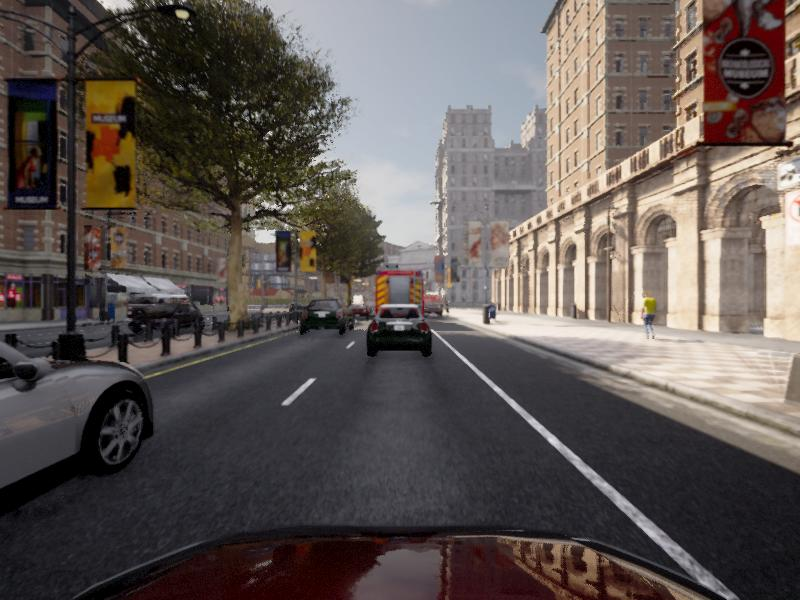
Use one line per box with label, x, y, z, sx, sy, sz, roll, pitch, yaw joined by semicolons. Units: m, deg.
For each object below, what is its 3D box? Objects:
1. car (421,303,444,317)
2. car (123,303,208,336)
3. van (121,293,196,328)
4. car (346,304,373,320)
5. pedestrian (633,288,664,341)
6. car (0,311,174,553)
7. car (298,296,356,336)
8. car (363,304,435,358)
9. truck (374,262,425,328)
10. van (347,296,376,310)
car;3.196;1.001;40.299;1.895;1.301;4.718;0;0;0
car;-11.527;0.885;20.073;1.816;1.474;4.193;0;0;0
van;-15.033;0.610;25.269;2.069;2.038;4.480;0;0;0
car;-3.548;0.999;35.792;1.895;1.301;4.718;0;0;0
pedestrian;9.024;0.507;14.546;0.751;1.860;0.751;0;0;10
car;-3.508;0.857;2.563;1.970;1.475;3.806;0;0;0
car;-3.528;0.724;20.213;2.097;1.767;4.553;0;0;0
car;-0.020;0.873;12.904;1.970;1.475;3.806;0;0;0
truck;-0.030;-0.280;27.176;2.891;3.827;8.468;0;0;0
van;-6.737;0.485;69.381;2.351;2.431;6.366;0;0;-32
